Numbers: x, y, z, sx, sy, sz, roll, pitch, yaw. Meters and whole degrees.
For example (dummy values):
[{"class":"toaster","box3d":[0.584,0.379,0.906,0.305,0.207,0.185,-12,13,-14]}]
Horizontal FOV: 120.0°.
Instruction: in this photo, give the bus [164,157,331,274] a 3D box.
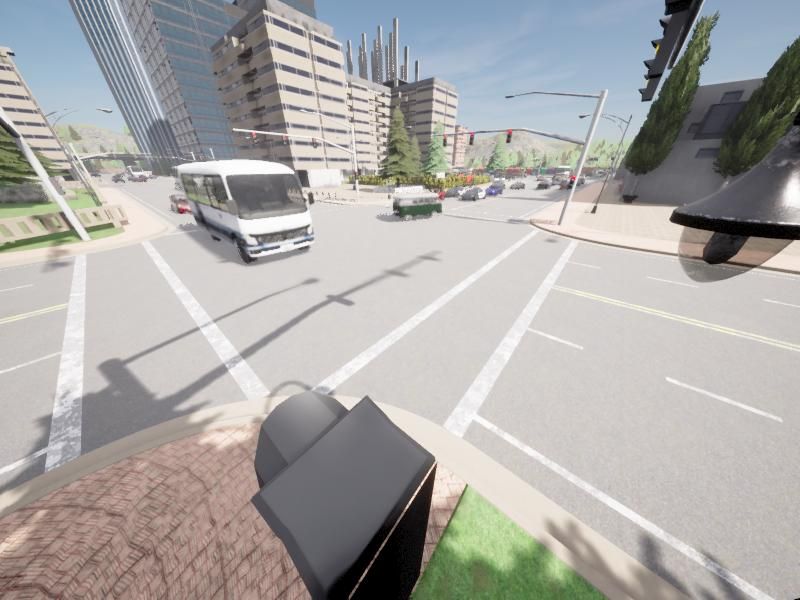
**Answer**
[{"class":"bus","box3d":[-8.862,-5.368,13.060,10.273,4.253,3.944,24,37,35]}]

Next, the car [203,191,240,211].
[{"class":"car","box3d":[-20.097,-11.218,25.993,4.674,1.442,1.812,23,37,34]}]

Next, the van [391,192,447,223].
[{"class":"van","box3d":[1.596,-8.130,20.102,4.442,1.987,1.775,-13,33,-21]}]

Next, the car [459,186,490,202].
[{"class":"car","box3d":[10.255,-14.559,31.692,2.038,1.542,4.974,23,37,34]}]

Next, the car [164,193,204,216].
[{"class":"car","box3d":[-21.635,-9.649,23.111,3.988,1.617,1.851,23,37,34]}]

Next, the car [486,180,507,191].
[{"class":"car","box3d":[19.123,-22.601,45.526,2.033,1.649,4.856,23,37,34]}]

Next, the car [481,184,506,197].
[{"class":"car","box3d":[14.747,-17.231,36.324,2.007,1.525,4.514,23,37,34]}]

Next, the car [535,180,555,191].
[{"class":"car","box3d":[29.275,-23.209,46.565,1.930,1.638,5.238,23,37,34]}]

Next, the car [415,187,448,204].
[{"class":"car","box3d":[4.201,-13.723,30.248,2.007,1.525,4.514,24,38,35]}]

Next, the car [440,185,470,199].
[{"class":"car","box3d":[8.262,-16.089,34.353,2.038,1.542,4.974,23,36,34]}]

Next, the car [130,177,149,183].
[{"class":"car","box3d":[-73.650,-33.857,65.342,4.718,1.301,1.895,14,33,23]}]

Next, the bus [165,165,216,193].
[{"class":"bus","box3d":[-39.056,-22.615,42.921,10.273,4.253,3.944,23,37,34]}]

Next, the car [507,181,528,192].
[{"class":"car","box3d":[22.778,-22.005,44.611,2.128,1.511,4.902,23,37,34]}]
